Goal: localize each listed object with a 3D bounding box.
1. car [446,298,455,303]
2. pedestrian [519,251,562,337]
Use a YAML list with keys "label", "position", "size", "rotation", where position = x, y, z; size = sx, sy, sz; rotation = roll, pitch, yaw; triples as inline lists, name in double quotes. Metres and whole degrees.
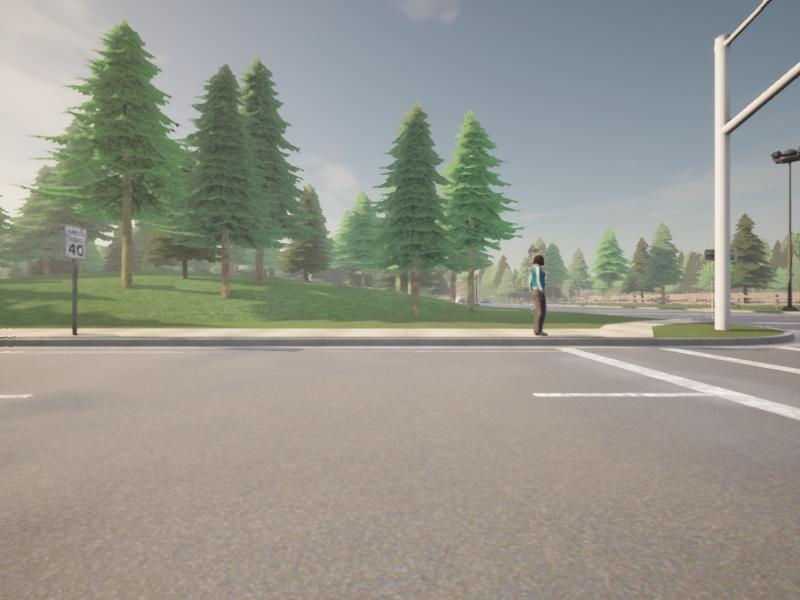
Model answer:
- label: "car"
  position: [14.538, 0.163, 115.719]
  size: [2.033, 1.649, 4.856]
  rotation: [0, 0, 0]
- label: "pedestrian"
  position: [3.157, -0.128, 9.028]
  size: [0.751, 1.860, 0.751]
  rotation: [0, 0, 4]
